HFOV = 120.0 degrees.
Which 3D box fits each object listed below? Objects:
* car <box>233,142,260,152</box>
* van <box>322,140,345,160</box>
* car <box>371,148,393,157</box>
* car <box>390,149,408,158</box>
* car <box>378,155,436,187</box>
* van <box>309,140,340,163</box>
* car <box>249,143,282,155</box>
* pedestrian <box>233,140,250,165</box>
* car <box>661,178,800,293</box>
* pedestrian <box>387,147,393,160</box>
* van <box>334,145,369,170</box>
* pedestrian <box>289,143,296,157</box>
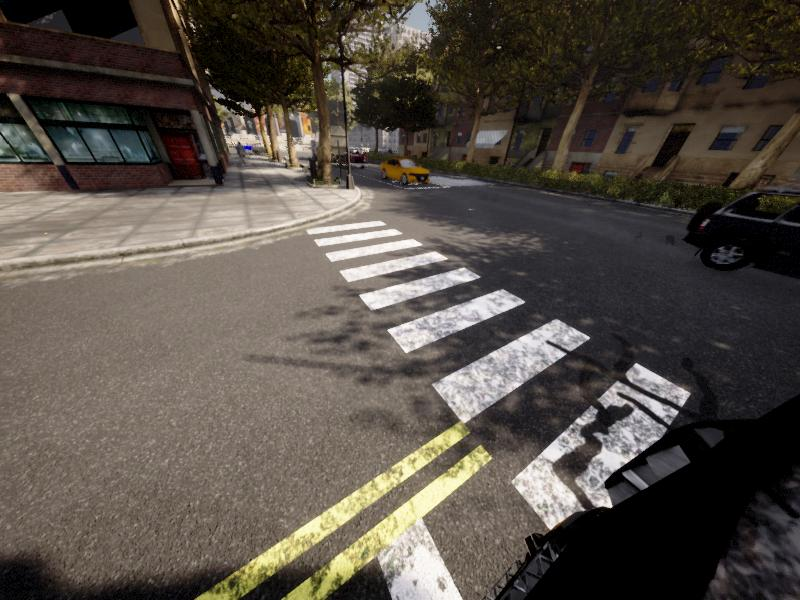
[{"bbox_3d":[-32.809,-32.694,49.350,4.514,1.525,2.007,-16,38,-26],"label":"car"},{"bbox_3d":[-11.150,-25.168,38.742,1.988,2.561,5.915,-15,38,-24],"label":"van"},{"bbox_3d":[-4.452,-36.353,56.946,5.027,1.651,2.152,-16,38,-26],"label":"car"},{"bbox_3d":[-0.195,-35.283,55.672,3.988,1.617,1.851,-16,38,-26],"label":"car"},{"bbox_3d":[0.290,-9.621,17.087,1.882,1.535,5.008,-16,38,-26],"label":"car"},{"bbox_3d":[-10.744,-21.022,32.624,2.351,2.431,6.366,-15,37,-25],"label":"van"},{"bbox_3d":[-24.420,-27.602,42.184,4.611,1.667,2.242,-5,34,-11],"label":"car"},{"bbox_3d":[-14.549,-13.525,21.225,0.751,1.860,0.751,-16,38,-27],"label":"pedestrian"},{"bbox_3d":[9.187,-1.098,4.611,1.932,1.855,4.605,-16,38,-26],"label":"car"},{"bbox_3d":[-1.764,-24.771,39.157,0.751,1.860,0.751,-17,38,-27],"label":"pedestrian"},{"bbox_3d":[-5.167,-15.201,24.626,2.069,2.038,4.480,-16,38,-26],"label":"van"},{"bbox_3d":[-18.064,-25.200,38.833,0.751,1.860,0.751,-15,38,-25],"label":"pedestrian"}]
